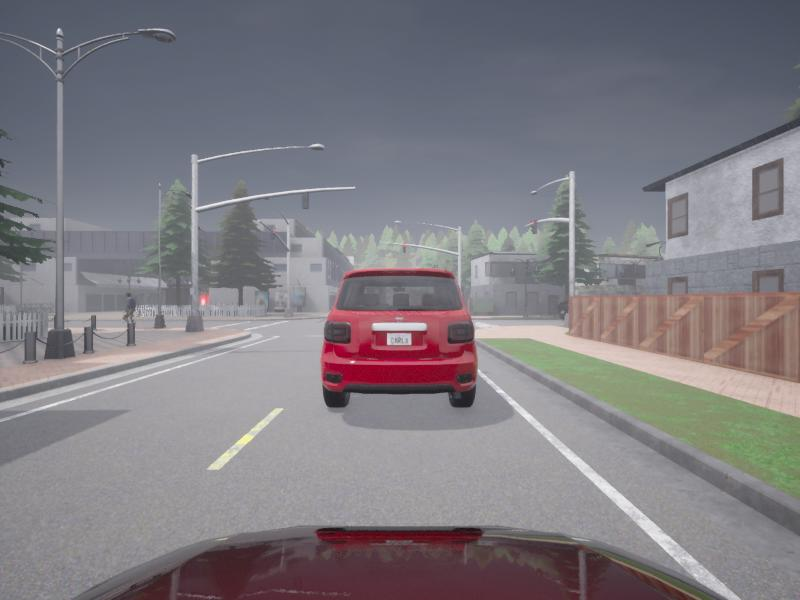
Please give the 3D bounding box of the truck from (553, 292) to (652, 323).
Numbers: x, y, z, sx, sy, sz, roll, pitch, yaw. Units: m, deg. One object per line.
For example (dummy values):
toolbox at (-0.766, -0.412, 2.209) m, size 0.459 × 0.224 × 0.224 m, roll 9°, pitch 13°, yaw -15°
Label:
truck at (14.786, 0.521, 29.358) m, size 6.274 × 2.098 × 2.390 m, roll 0°, pitch 0°, yaw -9°

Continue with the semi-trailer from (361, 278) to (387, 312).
semi-trailer at (-3.528, -0.619, 58.336) m, size 2.717 × 4.402 × 14.254 m, roll 0°, pitch 0°, yaw 0°

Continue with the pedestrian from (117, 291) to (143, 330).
pedestrian at (-13.283, 0.500, 19.668) m, size 0.751 × 1.860 × 0.751 m, roll 0°, pitch 0°, yaw 3°

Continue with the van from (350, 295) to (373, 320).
van at (-3.212, 0.599, 33.512) m, size 1.775 × 1.987 × 4.442 m, roll 0°, pitch 0°, yaw -6°

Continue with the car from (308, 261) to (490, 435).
car at (-0.013, 0.568, 7.496) m, size 2.150 × 2.045 × 5.566 m, roll 0°, pitch 0°, yaw 0°

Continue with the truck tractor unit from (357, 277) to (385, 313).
truck tractor unit at (-3.566, -0.524, 50.426) m, size 3.053 × 4.208 × 6.516 m, roll 0°, pitch 0°, yaw 0°
